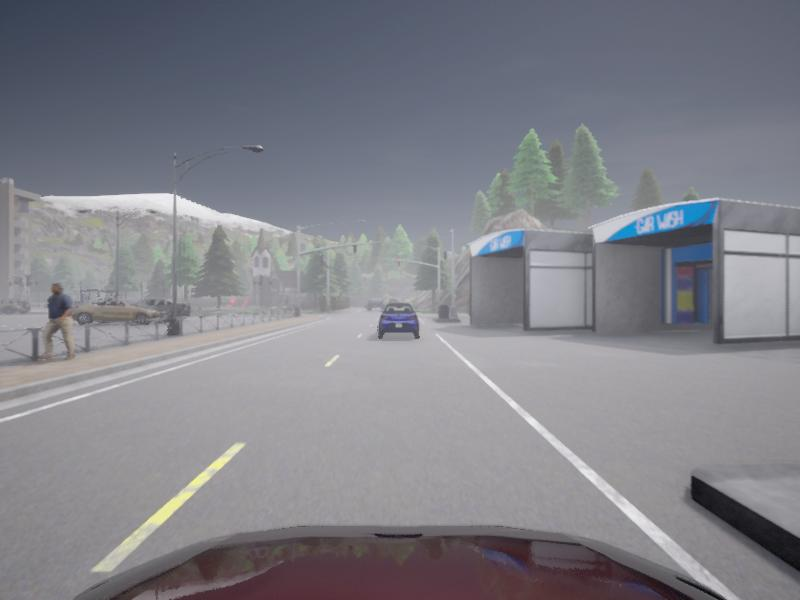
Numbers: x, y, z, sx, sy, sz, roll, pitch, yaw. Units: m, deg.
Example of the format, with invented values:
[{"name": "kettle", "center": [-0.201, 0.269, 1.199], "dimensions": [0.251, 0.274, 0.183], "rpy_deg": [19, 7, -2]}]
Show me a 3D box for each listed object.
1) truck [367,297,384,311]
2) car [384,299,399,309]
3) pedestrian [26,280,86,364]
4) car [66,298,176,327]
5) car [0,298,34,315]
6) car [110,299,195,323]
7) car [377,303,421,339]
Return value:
[{"name": "truck", "center": [-3.709, 0.582, 62.074], "dimensions": [2.390, 2.098, 6.274], "rpy_deg": [0, 0, -1]}, {"name": "car", "center": [-1.574, 0.704, 73.450], "dimensions": [1.905, 1.878, 3.866], "rpy_deg": [0, 0, -15]}, {"name": "pedestrian", "center": [-7.897, 0.491, 9.221], "dimensions": [0.751, 1.860, 0.751], "rpy_deg": [0, 0, 0]}, {"name": "car", "center": [-16.505, 0.690, 23.848], "dimensions": [5.027, 1.636, 2.152], "rpy_deg": [0, 0, -1]}, {"name": "car", "center": [-43.687, 0.682, 44.189], "dimensions": [4.605, 1.855, 1.932], "rpy_deg": [0, 0, -1]}, {"name": "car", "center": [-16.585, 0.701, 26.985], "dimensions": [4.514, 1.523, 2.007], "rpy_deg": [0, 0, -1]}, {"name": "car", "center": [-0.054, 0.866, 18.507], "dimensions": [1.816, 1.474, 4.193], "rpy_deg": [0, 0, 0]}]
